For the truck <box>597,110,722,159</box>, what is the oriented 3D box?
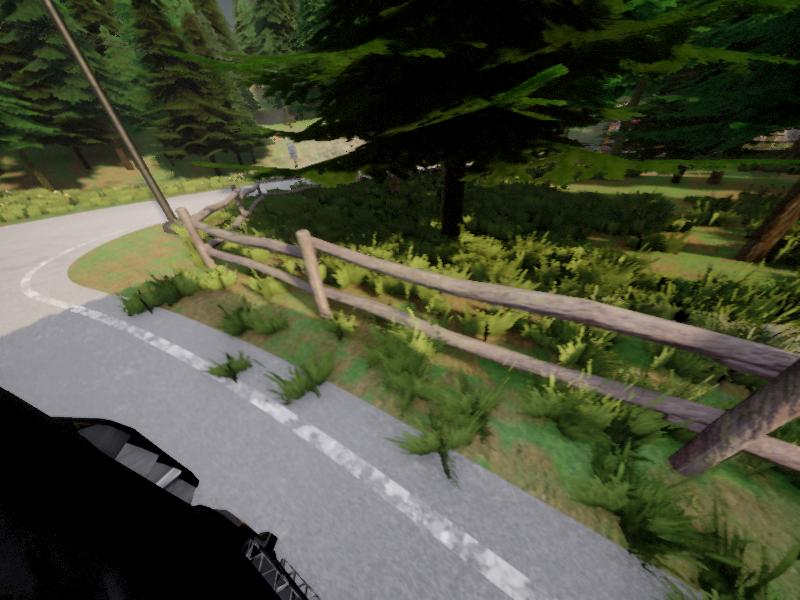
[{"bbox_3d":[27.621,-17.840,25.189,8.468,3.827,2.891,-2,34,1],"label":"truck"}]
